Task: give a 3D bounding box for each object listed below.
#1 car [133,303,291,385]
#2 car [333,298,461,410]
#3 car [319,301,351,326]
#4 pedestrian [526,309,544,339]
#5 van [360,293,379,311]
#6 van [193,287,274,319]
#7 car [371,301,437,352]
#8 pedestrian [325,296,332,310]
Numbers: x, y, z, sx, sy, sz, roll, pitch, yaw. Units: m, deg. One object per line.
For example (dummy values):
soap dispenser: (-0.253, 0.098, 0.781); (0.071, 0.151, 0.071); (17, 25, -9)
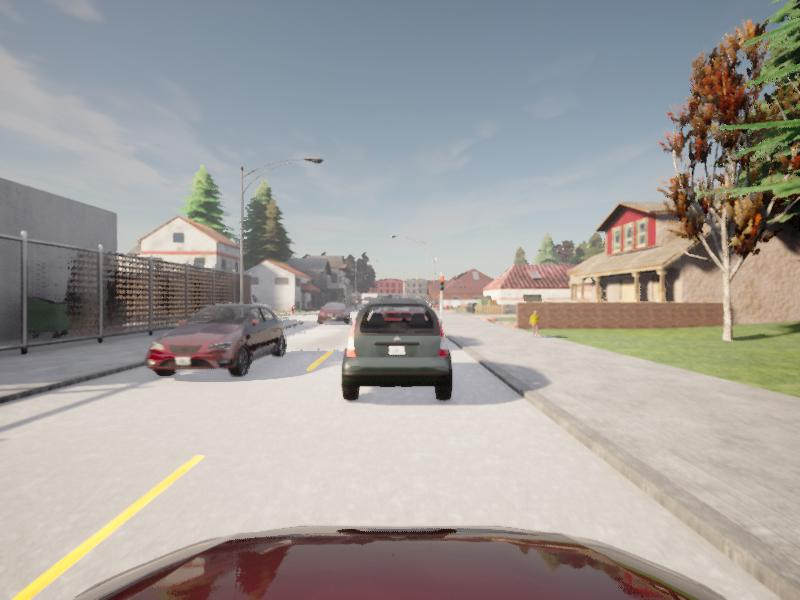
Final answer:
car: (-4.052, 0.834, 9.524); (1.816, 1.474, 4.193); (0, 0, 0)
car: (-0.050, 0.772, 7.759); (1.851, 1.617, 3.988); (0, 0, 0)
car: (-4.144, 0.815, 26.030); (1.812, 1.442, 4.674); (0, 0, -6)
pedestrian: (5.079, 0.881, 15.076); (0.500, 1.100, 0.500); (0, 0, -1)
van: (-4.393, 0.253, 58.926); (2.351, 2.431, 6.366); (0, 0, 0)
van: (-13.783, 0.253, 33.341); (5.915, 2.561, 1.988); (0, 0, 0)
car: (0.043, 0.798, 14.264); (2.007, 1.525, 4.514); (0, 0, -2)
pedestrian: (-9.571, 0.421, 53.623); (0.751, 1.860, 0.751); (0, 0, -1)
